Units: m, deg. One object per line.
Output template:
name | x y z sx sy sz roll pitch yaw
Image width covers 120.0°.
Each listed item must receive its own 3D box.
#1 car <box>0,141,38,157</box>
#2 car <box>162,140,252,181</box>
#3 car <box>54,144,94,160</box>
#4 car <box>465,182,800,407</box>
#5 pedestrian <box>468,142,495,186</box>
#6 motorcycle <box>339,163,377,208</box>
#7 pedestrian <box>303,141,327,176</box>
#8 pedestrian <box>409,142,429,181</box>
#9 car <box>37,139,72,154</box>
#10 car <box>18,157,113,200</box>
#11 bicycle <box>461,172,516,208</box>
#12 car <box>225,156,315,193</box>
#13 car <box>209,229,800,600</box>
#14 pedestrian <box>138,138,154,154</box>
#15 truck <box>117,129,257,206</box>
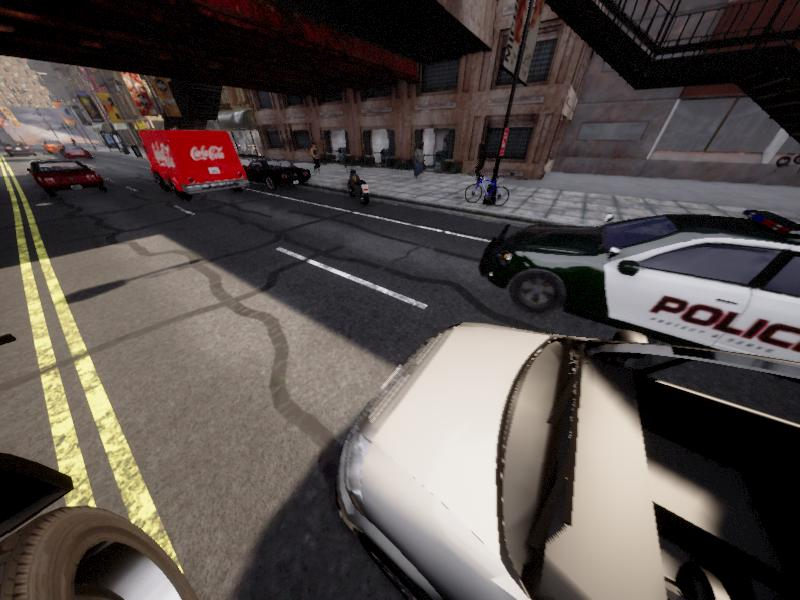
car | -52.846 -20.918 31.938 4.611 1.667 2.242 22 41 28
car | -13.208 -9.699 15.815 5.566 2.045 2.435 22 41 28
car | -38.777 -17.621 27.487 4.181 1.385 1.994 22 41 28
car | 3.770 -0.382 3.145 4.974 1.542 2.038 22 41 28
pedestrian | 4.203 -7.038 11.984 0.751 1.860 0.751 20 40 26
motorcycle | -1.769 -4.766 9.505 0.764 1.277 2.356 -15 38 -21
pedestrian | -5.457 -9.138 14.911 0.751 1.860 0.751 16 38 22
pedestrian | 1.078 -7.964 13.281 0.751 1.860 0.751 30 45 35
car | -53.286 -23.659 35.603 4.553 1.767 2.097 22 41 28
car | -16.487 -6.108 11.355 4.718 1.301 1.895 22 41 28
bicycle | 3.217 -4.069 8.519 1.643 1.024 0.373 22 31 28
car | -7.118 -6.965 12.610 4.718 1.301 1.895 22 41 28
car | 1.552 1.150 0.897 3.988 1.617 1.851 22 41 28
pedestrian | -36.733 -22.324 33.429 0.751 1.860 0.751 -29 45 -35
truck | -9.637 -6.251 10.579 5.204 2.467 2.627 23 41 28
